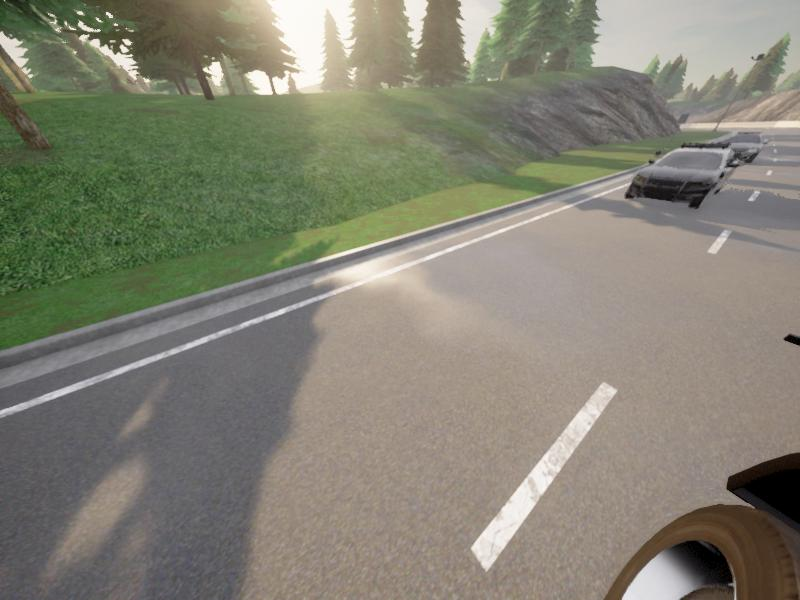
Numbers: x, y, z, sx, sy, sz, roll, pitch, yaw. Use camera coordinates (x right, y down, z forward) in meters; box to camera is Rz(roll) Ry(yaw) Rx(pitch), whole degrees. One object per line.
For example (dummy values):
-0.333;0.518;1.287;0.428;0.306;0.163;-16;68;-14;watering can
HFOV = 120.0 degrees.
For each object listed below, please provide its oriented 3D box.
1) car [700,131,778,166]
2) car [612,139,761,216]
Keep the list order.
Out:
21.736;-9.802;14.797;4.974;1.542;2.038;-25;42;-28;car
9.947;-4.459;7.996;5.238;1.638;1.930;-24;41;-27;car
